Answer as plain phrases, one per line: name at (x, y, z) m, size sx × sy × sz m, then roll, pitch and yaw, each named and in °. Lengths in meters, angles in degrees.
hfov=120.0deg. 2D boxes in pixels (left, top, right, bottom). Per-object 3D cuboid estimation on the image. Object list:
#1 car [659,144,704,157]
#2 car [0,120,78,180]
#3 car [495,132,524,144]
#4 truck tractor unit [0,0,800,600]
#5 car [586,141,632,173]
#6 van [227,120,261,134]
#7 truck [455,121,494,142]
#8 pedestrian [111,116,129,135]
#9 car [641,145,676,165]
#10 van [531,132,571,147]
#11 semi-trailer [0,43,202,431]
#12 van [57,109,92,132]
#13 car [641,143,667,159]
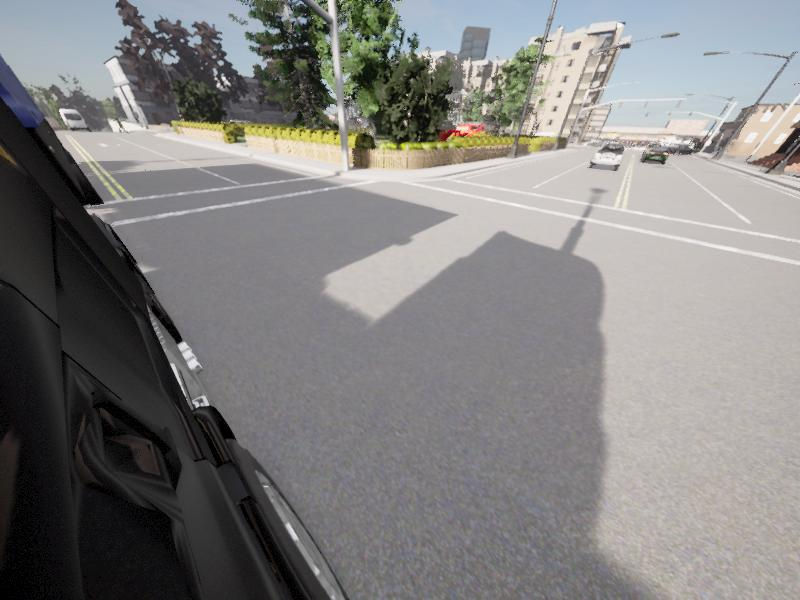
car at (47.171, -25.102, 38.782) m, size 4.674 × 1.442 × 1.812 m, roll 2°, pitch 37°, yaw -1°
car at (-16.276, -6.578, 9.918) m, size 4.553 × 1.767 × 2.097 m, roll 28°, pitch 44°, yaw 30°
car at (25.847, -38.428, 54.769) m, size 5.566 × 2.045 × 2.150 m, roll 29°, pitch 44°, yaw 31°
truck tractor unit at (-2.645, -0.295, 0.351) m, size 6.516 × 4.208 × 3.053 m, roll 28°, pitch 44°, yaw 30°
car at (17.044, -11.712, 18.750) m, size 1.932 × 1.855 × 4.605 m, roll 28°, pitch 43°, yaw 30°
van at (-29.142, -32.355, 43.289) m, size 2.069 × 2.038 × 4.480 m, roll 28°, pitch 44°, yaw 30°
truck at (18.794, -43.112, 59.095) m, size 8.468 × 3.827 × 2.891 m, roll 30°, pitch 45°, yaw 31°
pedestrian at (-36.565, -22.755, 30.142) m, size 0.751 × 1.860 × 0.751 m, roll 32°, pitch 46°, yaw 33°
car at (29.338, -16.665, 26.403) m, size 2.038 × 1.542 × 4.974 m, roll 28°, pitch 44°, yaw 30°
van at (32.622, -34.841, 50.081) m, size 6.366 × 2.431 × 2.351 m, roll 29°, pitch 44°, yaw 31°
semi-trailer at (-8.702, -3.601, 4.227) m, size 14.254 × 4.402 × 2.717 m, roll 28°, pitch 44°, yaw 30°
van at (-49.631, -27.291, 35.213) m, size 5.915 × 2.561 × 1.988 m, roll 27°, pitch 43°, yaw 31°
car at (36.192, -21.350, 33.001) m, size 1.851 × 1.617 × 3.988 m, roll 28°, pitch 44°, yaw 30°
